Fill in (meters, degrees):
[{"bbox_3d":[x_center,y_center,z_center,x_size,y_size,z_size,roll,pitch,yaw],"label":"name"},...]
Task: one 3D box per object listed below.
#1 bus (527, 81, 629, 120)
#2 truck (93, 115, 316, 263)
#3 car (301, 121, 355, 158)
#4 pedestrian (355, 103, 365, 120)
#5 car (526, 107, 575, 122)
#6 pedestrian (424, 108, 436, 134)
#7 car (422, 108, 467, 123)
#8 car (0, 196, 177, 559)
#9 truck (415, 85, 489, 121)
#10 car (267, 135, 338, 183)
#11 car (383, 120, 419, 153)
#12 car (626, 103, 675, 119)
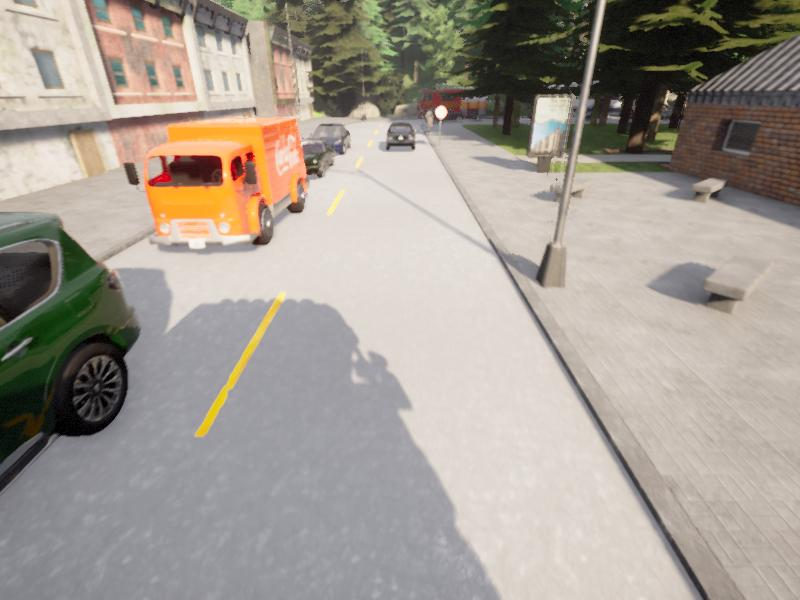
[{"bbox_3d":[21.914,-24.871,49.916,10.273,4.253,3.944,0,27,0],"label":"bus"},{"bbox_3d":[-3.995,-3.034,9.798,2.627,2.467,5.204,0,27,0],"label":"truck"},{"bbox_3d":[-3.972,-9.296,22.988,2.163,1.488,4.792,0,27,0],"label":"car"},{"bbox_3d":[-4.872,-23.087,48.981,0.751,1.860,0.751,22,35,37],"label":"pedestrian"},{"bbox_3d":[17.660,-21.882,47.152,4.892,1.490,1.837,0,27,1],"label":"car"},{"bbox_3d":[2.393,-14.450,32.219,0.751,1.860,0.751,9,29,17],"label":"pedestrian"},{"bbox_3d":[5.150,-21.331,46.187,4.892,1.490,1.837,-15,30,-26],"label":"car"},{"bbox_3d":[-4.013,1.067,2.329,2.150,2.045,5.566,0,27,0],"label":"car"},{"bbox_3d":[6.361,-24.457,49.681,8.468,3.827,2.891,-4,28,-8],"label":"truck"},{"bbox_3d":[-3.972,-6.173,17.151,1.895,1.301,4.718,0,27,0],"label":"car"},{"bbox_3d":[0.036,-10.278,24.952,2.033,1.411,5.357,0,27,0],"label":"car"},{"bbox_3d":[31.600,-23.895,50.603,4.553,1.767,2.097,0,27,0],"label":"car"}]
